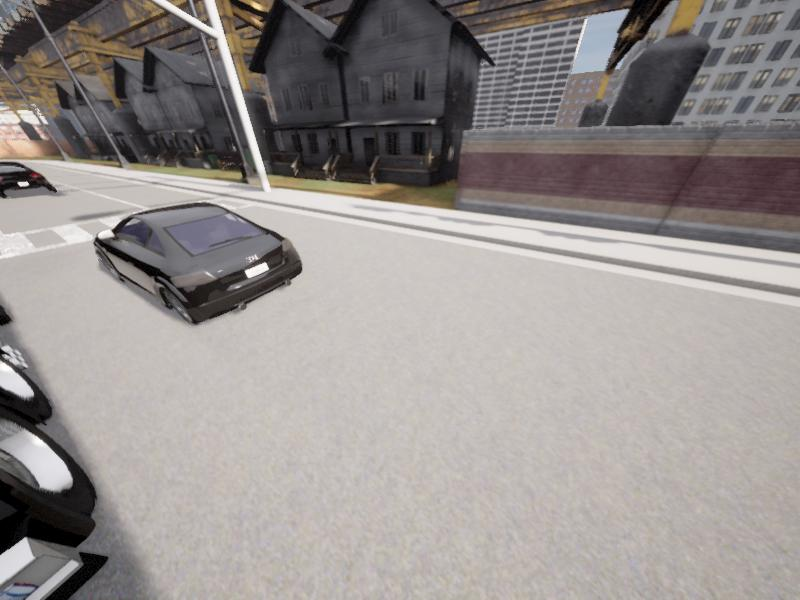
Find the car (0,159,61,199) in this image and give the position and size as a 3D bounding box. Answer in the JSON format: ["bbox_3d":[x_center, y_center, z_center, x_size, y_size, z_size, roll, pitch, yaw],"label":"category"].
[{"bbox_3d":[-20.872,-6.610,12.452,4.674,1.442,1.812,18,39,25],"label":"car"}]

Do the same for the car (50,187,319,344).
[{"bbox_3d":[-3.926,-1.049,4.358,4.181,1.385,1.994,18,39,24],"label":"car"}]

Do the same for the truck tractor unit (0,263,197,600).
[{"bbox_3d":[-5.111,-0.298,0.785,6.516,4.208,3.053,18,39,24],"label":"truck tractor unit"}]
